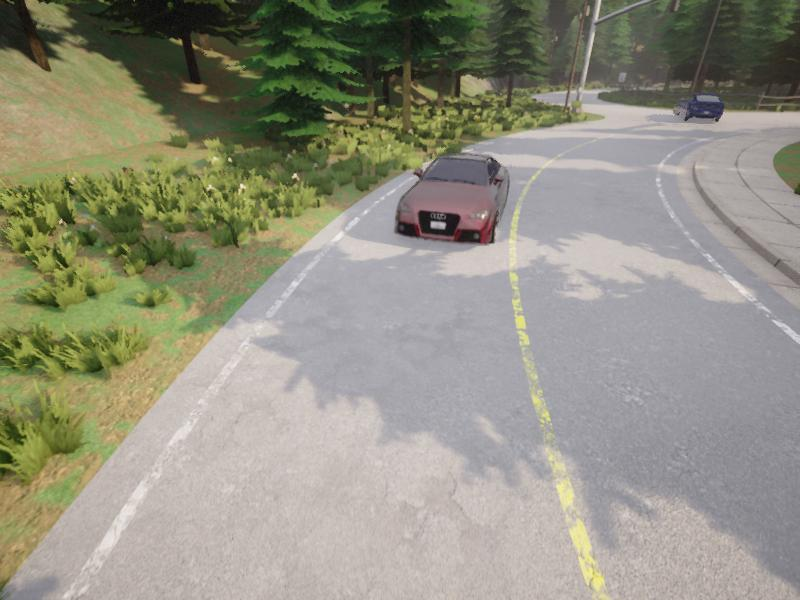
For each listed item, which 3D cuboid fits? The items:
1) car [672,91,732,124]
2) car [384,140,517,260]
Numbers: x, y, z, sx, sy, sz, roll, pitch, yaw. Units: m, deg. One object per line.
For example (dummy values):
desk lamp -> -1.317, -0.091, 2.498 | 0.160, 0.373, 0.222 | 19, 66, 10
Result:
car -> 19.897, -12.899, 26.639 | 1.882, 1.535, 5.008 | 12, 33, 18
car -> 1.328, -2.484, 8.942 | 1.994, 1.385, 4.181 | 9, 32, 16
